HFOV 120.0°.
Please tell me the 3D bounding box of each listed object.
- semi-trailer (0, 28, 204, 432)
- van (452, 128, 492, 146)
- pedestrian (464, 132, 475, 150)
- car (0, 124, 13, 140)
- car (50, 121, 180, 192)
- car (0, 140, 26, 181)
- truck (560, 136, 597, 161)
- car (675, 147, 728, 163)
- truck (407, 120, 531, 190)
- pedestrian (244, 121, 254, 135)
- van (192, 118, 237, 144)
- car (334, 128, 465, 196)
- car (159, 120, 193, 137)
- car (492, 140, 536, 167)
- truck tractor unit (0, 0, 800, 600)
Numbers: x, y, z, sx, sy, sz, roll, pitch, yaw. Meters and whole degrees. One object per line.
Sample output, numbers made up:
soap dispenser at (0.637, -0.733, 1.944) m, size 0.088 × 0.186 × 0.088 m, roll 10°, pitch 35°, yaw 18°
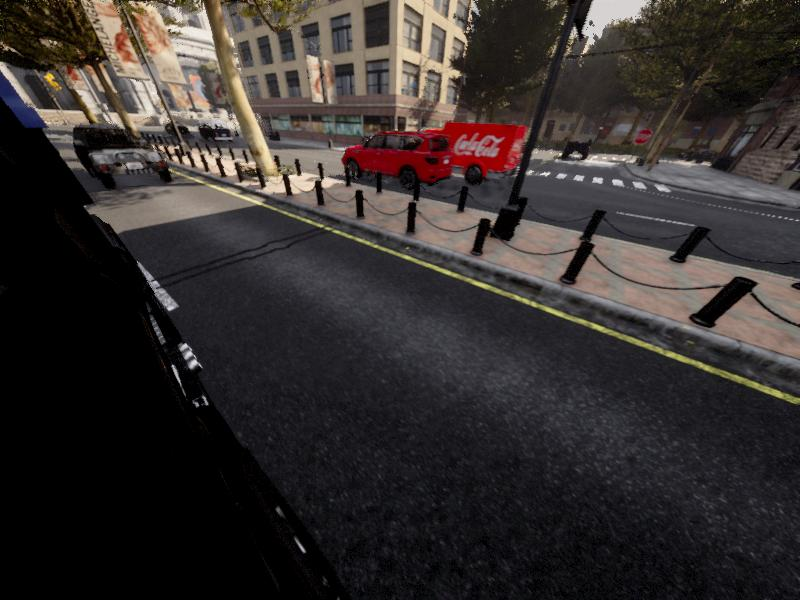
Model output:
semi-trailer at (-8.821, -3.520, 4.100) m, size 14.254 × 4.402 × 2.717 m, roll 27°, pitch 43°, yaw 28°
van at (13.621, -31.161, 44.075) m, size 6.366 × 2.431 × 2.351 m, roll 26°, pitch 43°, yaw 27°
pedestrian at (8.770, -20.023, 29.082) m, size 0.751 × 1.860 × 0.751 m, roll 18°, pitch 39°, yaw 19°
car at (-36.537, -15.128, 20.304) m, size 4.674 × 1.442 × 1.812 m, roll 24°, pitch 42°, yaw 25°
car at (-11.081, -5.723, 9.016) m, size 4.605 × 1.855 × 1.932 m, roll 25°, pitch 42°, yaw 28°
car at (-17.002, -5.793, 9.047) m, size 4.892 × 1.490 × 1.837 m, roll 26°, pitch 43°, yaw 27°
truck at (20.845, -17.759, 26.925) m, size 2.390 × 2.098 × 6.274 m, roll 25°, pitch 42°, yaw 27°
car at (41.399, -20.046, 31.896) m, size 4.181 × 1.385 × 1.994 m, roll 27°, pitch 43°, yaw 29°
truck at (3.326, -7.674, 12.040) m, size 5.204 × 2.467 × 2.627 m, roll 26°, pitch 42°, yaw 27°
pedestrian at (-25.733, -29.467, 39.485) m, size 0.751 × 1.860 × 0.751 m, roll -6°, pitch 38°, yaw -11°
van at (-21.058, -19.192, 26.220) m, size 4.480 × 2.038 × 2.069 m, roll 26°, pitch 43°, yaw 27°
car at (-0.242, -6.594, 10.724) m, size 5.566 × 2.045 × 2.150 m, roll 25°, pitch 42°, yaw 27°
car at (-31.704, -24.311, 32.701) m, size 5.238 × 1.638 × 1.930 m, roll 28°, pitch 44°, yaw 30°
car at (9.615, -12.348, 19.399) m, size 1.851 × 1.617 × 3.988 m, roll 28°, pitch 43°, yaw 29°
truck tractor unit at (-2.645, -0.295, 0.351) m, size 6.516 × 4.208 × 3.053 m, roll 28°, pitch 44°, yaw 30°
